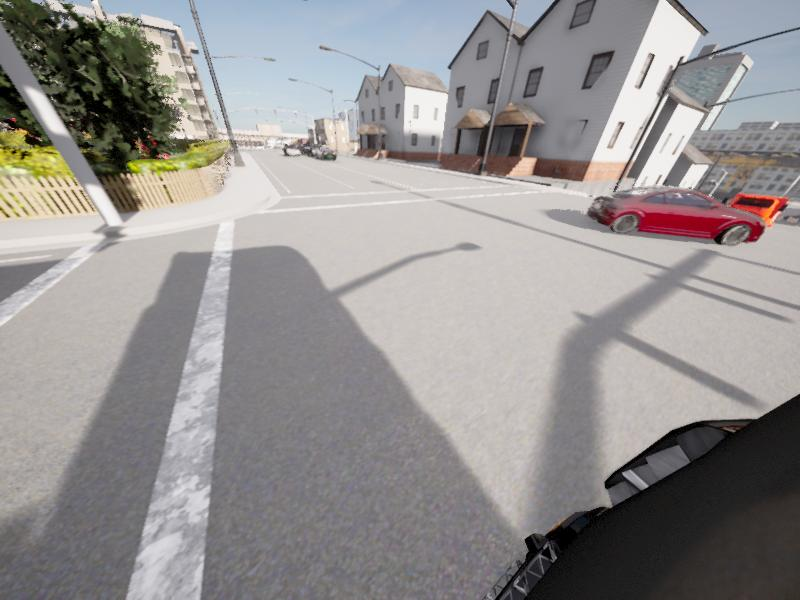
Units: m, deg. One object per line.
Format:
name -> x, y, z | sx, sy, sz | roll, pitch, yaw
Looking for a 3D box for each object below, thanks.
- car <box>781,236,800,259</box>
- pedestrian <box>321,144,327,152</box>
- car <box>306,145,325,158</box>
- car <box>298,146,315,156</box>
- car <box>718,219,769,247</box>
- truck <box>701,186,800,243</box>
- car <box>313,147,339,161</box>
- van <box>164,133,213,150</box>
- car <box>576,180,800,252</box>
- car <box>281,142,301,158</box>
car -> 33.019, -4.240, 18.414 | 4.605, 1.855, 1.932 | -4, 32, -33
pedestrian -> -19.617, -39.316, 59.737 | 0.751, 1.860, 0.751 | 23, 39, 27
car -> -13.922, -24.279, 37.837 | 1.851, 1.617, 3.988 | -16, 38, -25
car -> -17.198, -27.488, 42.568 | 1.812, 1.442, 4.674 | -16, 38, -26
car -> 29.550, -5.696, 19.887 | 4.193, 1.474, 1.816 | -4, 31, -33
truck -> 23.801, -5.732, 15.867 | 5.204, 2.467, 2.627 | -3, 31, -34
car -> -10.697, -21.015, 33.234 | 2.038, 1.542, 4.974 | -16, 38, -25
van -> -40.958, -30.789, 45.058 | 6.366, 2.431, 2.351 | -16, 38, -25
car -> 8.756, -2.897, 7.553 | 4.181, 1.385, 1.994 | 12, 35, 13
car -> -17.435, -24.015, 36.958 | 1.932, 1.855, 4.605 | -16, 39, -25
